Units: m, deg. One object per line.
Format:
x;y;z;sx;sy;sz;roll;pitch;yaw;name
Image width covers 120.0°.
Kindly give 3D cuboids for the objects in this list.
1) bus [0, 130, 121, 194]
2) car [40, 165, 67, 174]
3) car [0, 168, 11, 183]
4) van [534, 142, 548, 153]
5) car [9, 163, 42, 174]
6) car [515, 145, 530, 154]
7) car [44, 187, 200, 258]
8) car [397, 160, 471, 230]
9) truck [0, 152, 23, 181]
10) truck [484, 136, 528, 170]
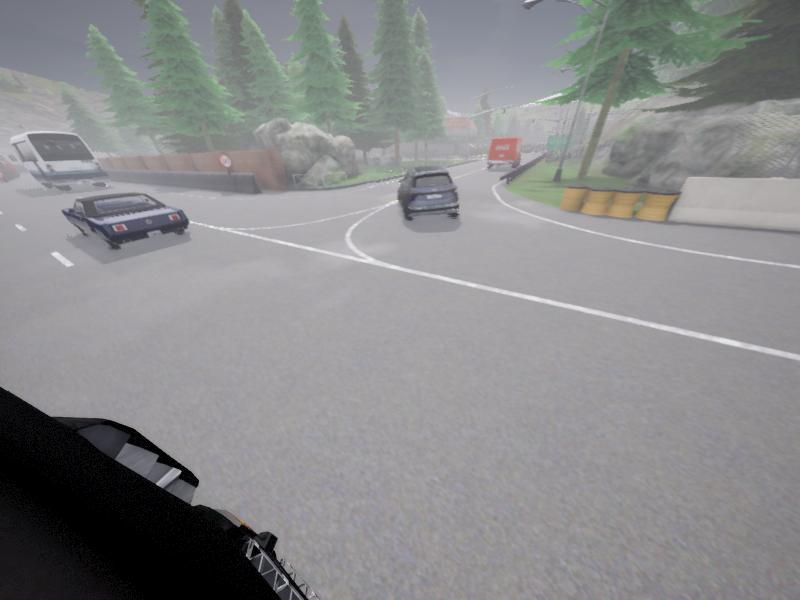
-31.757;-12.718;21.385;10.273;4.253;3.944;17;37;26;bus
-77.769;-29.297;51.902;2.163;1.488;4.792;-27;41;-32;car
-58.547;-17.887;33.103;4.553;1.767;2.097;21;40;31;car
32.669;-35.378;53.626;2.069;2.038;4.480;17;38;26;van
-91.303;-32.046;56.387;2.150;2.045;5.566;-24;39;-30;car
28.412;-34.894;53.545;2.038;1.542;4.974;17;38;26;car
-9.037;-2.730;7.510;4.718;1.301;1.895;16;38;26;car
1.017;-4.399;9.141;2.033;1.649;4.856;-5;33;1;car
-66.135;-21.790;37.636;8.468;3.827;2.891;23;41;33;truck
10.411;-14.320;22.531;2.627;2.467;5.204;17;37;26;truck
